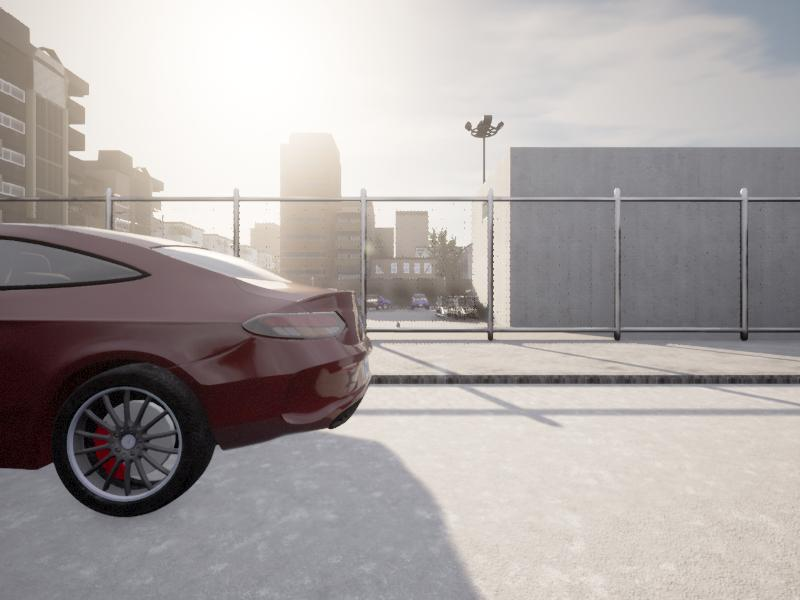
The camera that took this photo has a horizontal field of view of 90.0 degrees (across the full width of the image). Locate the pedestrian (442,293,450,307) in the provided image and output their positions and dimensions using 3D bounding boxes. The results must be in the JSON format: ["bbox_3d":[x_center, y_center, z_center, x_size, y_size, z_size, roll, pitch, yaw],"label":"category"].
[{"bbox_3d":[6.243,0.037,53.783,0.751,1.860,0.751,0,0,-38],"label":"pedestrian"}]

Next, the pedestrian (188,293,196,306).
[{"bbox_3d":[-28.531,-0.067,54.796,0.751,1.860,0.751,0,0,-3],"label":"pedestrian"}]

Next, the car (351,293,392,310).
[{"bbox_3d":[-2.600,0.146,37.405,3.705,1.547,1.789,0,0,0],"label":"car"}]

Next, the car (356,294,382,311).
[{"bbox_3d":[-2.827,0.218,37.564,2.033,1.415,5.357,0,0,0],"label":"car"}]

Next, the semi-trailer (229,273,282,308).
[{"bbox_3d":[-20.725,-1.219,58.634,2.717,4.402,14.254,0,0,0],"label":"semi-trailer"}]

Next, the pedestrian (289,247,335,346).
[{"bbox_3d":[-1.712,-0.067,7.884,0.751,1.860,0.751,0,0,0],"label":"pedestrian"}]

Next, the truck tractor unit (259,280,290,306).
[{"bbox_3d":[-20.746,-1.125,66.549,3.053,4.208,6.516,0,0,0],"label":"truck tractor unit"}]

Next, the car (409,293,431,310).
[{"bbox_3d":[1.852,0.156,37.981,1.845,1.501,3.633,0,0,0],"label":"car"}]

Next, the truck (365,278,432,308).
[{"bbox_3d":[-0.154,-0.921,52.011,8.468,3.827,2.891,0,0,0],"label":"truck"}]

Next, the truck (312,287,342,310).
[{"bbox_3d":[-6.788,-0.094,37.725,2.069,2.038,4.478,0,0,0],"label":"truck"}]

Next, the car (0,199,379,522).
[{"bbox_3d":[-2.524,0.270,2.687,4.674,1.442,1.812,0,0,0],"label":"car"}]
